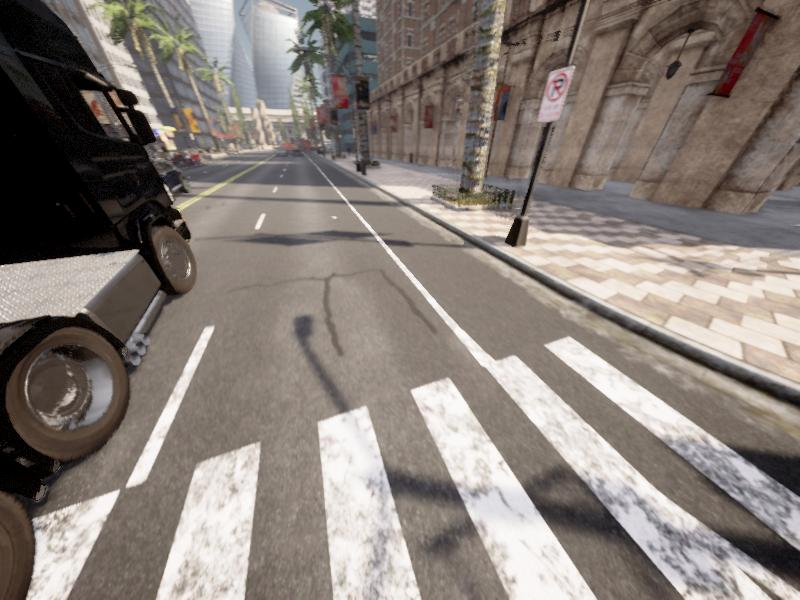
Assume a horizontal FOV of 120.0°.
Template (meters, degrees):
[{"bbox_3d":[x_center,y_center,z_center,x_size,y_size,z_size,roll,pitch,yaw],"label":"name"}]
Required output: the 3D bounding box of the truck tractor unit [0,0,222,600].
[{"bbox_3d":[-4.268,-0.740,1.434,3.053,4.208,6.516,-15,37,-21],"label":"truck tractor unit"}]

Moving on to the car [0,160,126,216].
[{"bbox_3d":[-15.461,-5.185,10.312,2.038,1.542,4.974,-11,36,-17],"label":"car"}]

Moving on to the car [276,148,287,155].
[{"bbox_3d":[-29.130,-36.530,56.854,1.895,1.301,4.718,-12,36,-17],"label":"car"}]

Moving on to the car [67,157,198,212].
[{"bbox_3d":[-12.076,-5.737,11.073,2.033,1.649,4.856,-11,37,-17],"label":"car"}]

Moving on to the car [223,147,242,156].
[{"bbox_3d":[-37.902,-33.711,52.365,2.231,1.521,4.892,-12,36,-17],"label":"car"}]

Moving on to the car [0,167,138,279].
[{"bbox_3d":[-9.709,-2.160,5.762,2.242,1.667,4.611,-12,36,-17],"label":"car"}]

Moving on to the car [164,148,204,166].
[{"bbox_3d":[-27.427,-18.419,29.575,2.185,1.767,4.553,-12,36,-17],"label":"car"}]
